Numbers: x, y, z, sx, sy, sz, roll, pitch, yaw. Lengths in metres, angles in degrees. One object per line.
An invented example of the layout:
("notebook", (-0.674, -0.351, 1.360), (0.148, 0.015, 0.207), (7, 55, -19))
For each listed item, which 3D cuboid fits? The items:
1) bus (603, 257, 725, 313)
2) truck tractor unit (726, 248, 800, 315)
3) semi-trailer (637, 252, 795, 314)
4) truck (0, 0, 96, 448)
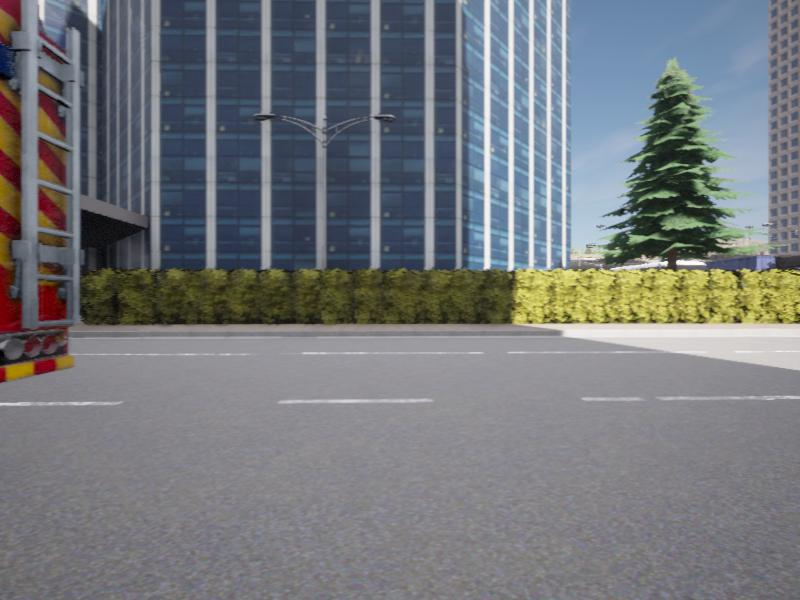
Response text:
("bus", (22.753, -1.137, 35.640), (3.944, 4.253, 10.273), (0, 0, -1))
("truck tractor unit", (26.629, -1.124, 27.619), (3.053, 4.208, 6.516), (0, 0, 1))
("semi-trailer", (26.641, -1.223, 35.533), (2.717, 4.402, 14.254), (0, 0, 0))
("truck", (-6.881, -0.921, 1.955), (8.468, 3.827, 2.891), (0, 0, -2))
